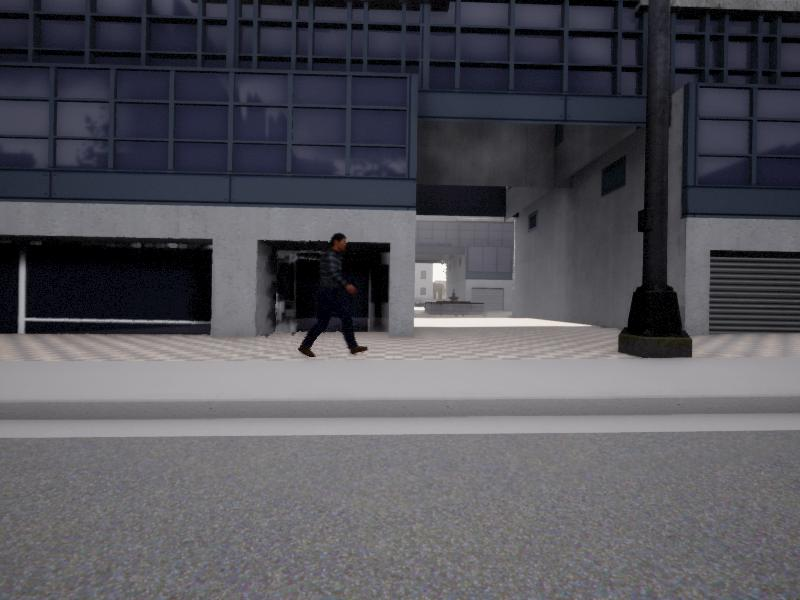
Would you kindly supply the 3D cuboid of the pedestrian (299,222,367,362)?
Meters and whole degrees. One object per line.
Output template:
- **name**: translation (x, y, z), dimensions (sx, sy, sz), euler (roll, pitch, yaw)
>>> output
- **pedestrian**: translation (-0.931, -0.109, 5.739), dimensions (0.751, 1.860, 0.751), euler (1, 0, 7)

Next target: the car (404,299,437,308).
- **car**: translation (3.384, 0.587, 66.323), dimensions (5.357, 1.411, 2.033), euler (1, 0, -3)
